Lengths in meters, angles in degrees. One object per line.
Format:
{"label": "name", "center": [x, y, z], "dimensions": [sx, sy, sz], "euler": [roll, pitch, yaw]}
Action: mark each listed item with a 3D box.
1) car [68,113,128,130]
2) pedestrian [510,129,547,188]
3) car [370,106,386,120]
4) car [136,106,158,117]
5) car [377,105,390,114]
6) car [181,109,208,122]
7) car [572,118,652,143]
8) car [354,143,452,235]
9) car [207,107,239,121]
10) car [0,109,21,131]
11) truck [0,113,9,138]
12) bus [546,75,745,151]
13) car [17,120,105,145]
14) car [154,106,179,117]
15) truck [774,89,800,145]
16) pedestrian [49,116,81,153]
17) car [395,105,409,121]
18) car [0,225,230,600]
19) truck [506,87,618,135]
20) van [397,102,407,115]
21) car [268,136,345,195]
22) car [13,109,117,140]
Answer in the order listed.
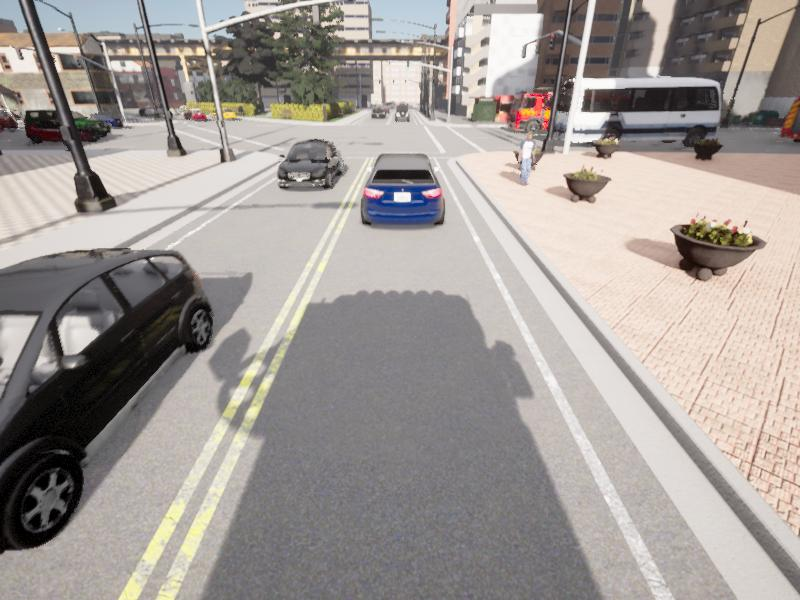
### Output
{"label": "car", "center": [-30.305, -17.954, 40.213], "dimensions": [4.181, 1.385, 1.994], "euler": [0, 27, 0]}
{"label": "pedestrian", "center": [4.420, -4.899, 13.864], "dimensions": [0.751, 1.860, 0.751], "euler": [-3, 27, -6]}
{"label": "car", "center": [-3.175, -27.753, 59.320], "dimensions": [2.152, 1.651, 5.027], "euler": [0, 27, 0]}
{"label": "car", "center": [-42.533, -31.731, 67.290], "dimensions": [3.806, 1.475, 1.970], "euler": [24, 36, 39]}
{"label": "car", "center": [-3.096, -36.113, 75.868], "dimensions": [2.163, 1.488, 4.792], "euler": [0, 27, 0]}
{"label": "car", "center": [-27.851, -25.049, 54.185], "dimensions": [1.970, 1.475, 3.806], "euler": [-23, 35, -38]}
{"label": "car", "center": [16.348, -13.173, 31.042], "dimensions": [4.856, 1.649, 2.033], "euler": [0, 27, 0]}
{"label": "car", "center": [0.083, -3.402, 11.520], "dimensions": [2.242, 1.667, 4.611], "euler": [0, 27, 0]}
{"label": "car", "center": [-24.902, -26.107, 56.141], "dimensions": [5.366, 1.575, 1.801], "euler": [24, 36, 39]}
{"label": "car", "center": [-38.513, -16.655, 36.917], "dimensions": [4.553, 1.767, 2.097], "euler": [1, 27, -1]}
{"label": "truck", "center": [-35.965, -14.390, 30.338], "dimensions": [8.468, 3.827, 2.891], "euler": [1, 27, -1]}
{"label": "bus", "center": [16.149, -12.783, 27.418], "dimensions": [10.273, 4.253, 3.944], "euler": [-1, 27, 0]}
{"label": "car", "center": [-23.430, -11.640, 27.793], "dimensions": [4.193, 1.474, 1.816], "euler": [0, 27, 0]}
{"label": "car", "center": [-41.158, -33.289, 70.495], "dimensions": [5.027, 1.651, 2.152], "euler": [24, 36, 39]}
{"label": "truck", "center": [34.990, -13.964, 30.722], "dimensions": [8.468, 3.827, 2.891], "euler": [1, 27, 0]}
{"label": "pedestrian", "center": [-18.749, -9.258, 22.407], "dimensions": [0.751, 1.860, 0.751], "euler": [-12, 29, -23]}
{"label": "car", "center": [0.302, -25.715, 55.023], "dimensions": [1.905, 1.878, 3.866], "euler": [0, 27, 0]}
{"label": "car", "center": [-3.444, 0.535, 3.940], "dimensions": [1.789, 1.549, 3.705], "euler": [0, 26, 1]}
{"label": "truck", "center": [14.597, -17.362, 36.776], "dimensions": [8.468, 3.827, 2.891], "euler": [0, 27, 0]}
{"label": "van", "center": [0.390, -34.950, 73.023], "dimensions": [1.775, 1.987, 4.442], "euler": [0, 27, 0]}
{"label": "car", "center": [-3.397, -5.374, 15.582], "dimensions": [1.837, 1.490, 4.892], "euler": [0, 27, 0]}
{"label": "car", "center": [-25.620, -13.508, 30.801], "dimensions": [5.566, 2.045, 2.150], "euler": [0, 27, 0]}
